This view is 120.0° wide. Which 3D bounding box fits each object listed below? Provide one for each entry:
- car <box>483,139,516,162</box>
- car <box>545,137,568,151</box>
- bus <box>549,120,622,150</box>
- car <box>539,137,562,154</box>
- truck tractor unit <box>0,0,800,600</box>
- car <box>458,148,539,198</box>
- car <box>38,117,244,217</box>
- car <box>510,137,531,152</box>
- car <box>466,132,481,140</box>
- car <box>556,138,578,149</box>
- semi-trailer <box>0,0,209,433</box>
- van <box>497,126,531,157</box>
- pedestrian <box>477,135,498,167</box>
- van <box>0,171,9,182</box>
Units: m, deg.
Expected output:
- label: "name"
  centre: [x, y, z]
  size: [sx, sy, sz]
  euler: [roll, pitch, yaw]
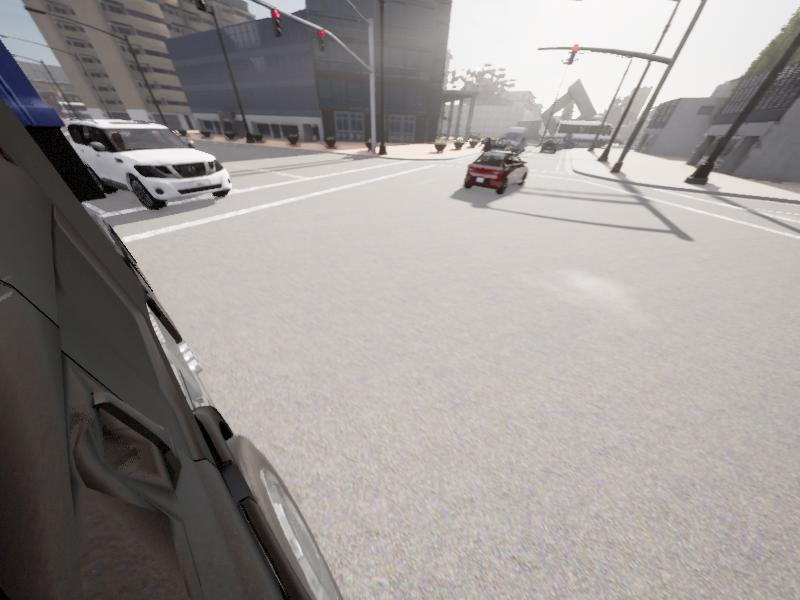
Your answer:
- label: "car"
  centre: [9.419, -14.144, 21.719]
  size: [1.816, 1.474, 4.193]
  euler: [21, 41, 23]
- label: "car"
  centre: [24.825, -24.791, 36.635]
  size: [1.930, 1.638, 5.238]
  euler: [25, 42, 27]
- label: "bus"
  centre: [36.891, -33.563, 46.831]
  size: [10.273, 4.253, 3.944]
  euler: [16, 41, 18]
- label: "car"
  centre: [20.880, -21.406, 31.907]
  size: [1.930, 1.638, 5.238]
  euler: [21, 41, 23]
- label: "truck tractor unit"
  centre: [-2.645, -0.295, 0.351]
  size: [6.516, 4.208, 3.053]
  euler: [28, 44, 30]
- label: "car"
  centre: [4.656, -6.046, 10.719]
  size: [1.816, 1.474, 4.193]
  euler: [28, 44, 30]
- label: "car"
  centre: [-8.220, -4.517, 7.489]
  size: [5.566, 2.045, 2.150]
  euler: [20, 40, 21]
- label: "car"
  centre: [16.552, -21.331, 31.637]
  size: [1.845, 1.501, 3.633]
  euler: [21, 41, 22]
- label: "car"
  centre: [19.503, -43.654, 61.413]
  size: [2.242, 1.667, 4.611]
  euler: [-1, 37, -5]
- label: "car"
  centre: [29.650, -27.756, 40.999]
  size: [4.193, 1.474, 1.816]
  euler: [-28, 47, -34]
- label: "semi-trailer"
  centre: [-9.164, -3.223, 3.732]
  size: [14.254, 4.402, 2.717]
  euler: [22, 41, 24]
- label: "van"
  centre: [13.236, -18.337, 26.626]
  size: [1.988, 2.561, 5.915]
  euler: [21, 41, 23]
- label: "pedestrian"
  centre: [6.313, -10.790, 16.726]
  size: [0.751, 1.860, 0.751]
  euler: [28, 44, 30]
- label: "van"
  centre: [-18.463, -5.987, 8.649]
  size: [6.366, 2.431, 2.351]
  euler: [20, 40, 23]
